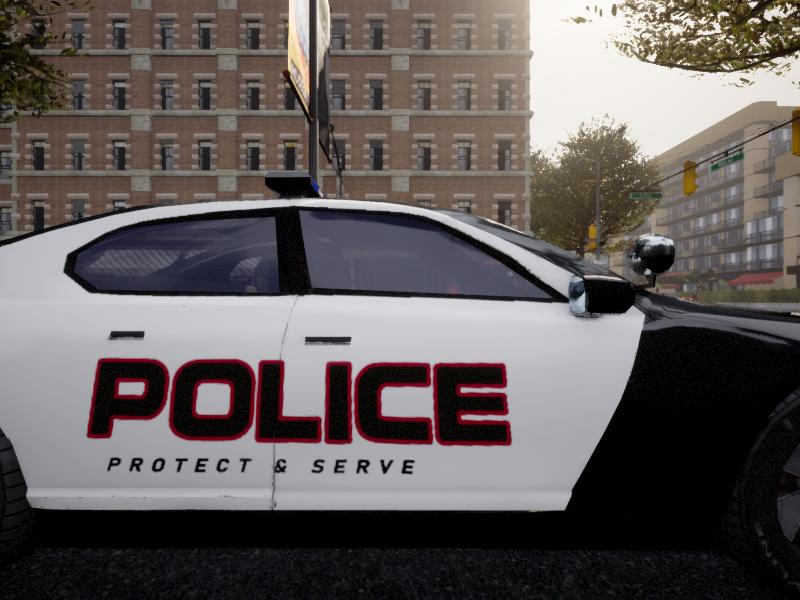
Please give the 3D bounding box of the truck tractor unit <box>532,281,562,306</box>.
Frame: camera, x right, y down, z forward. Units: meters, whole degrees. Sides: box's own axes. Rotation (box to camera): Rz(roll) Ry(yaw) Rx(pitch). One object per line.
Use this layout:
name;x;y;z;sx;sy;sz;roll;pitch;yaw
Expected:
truck tractor unit;26.303;-1.099;71.846;3.053;4.208;6.516;0;0;0

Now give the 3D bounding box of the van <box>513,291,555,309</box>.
van;15.893;-0.002;47.523;4.442;1.987;1.775;0;0;38

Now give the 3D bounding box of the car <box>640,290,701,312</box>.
car;23.006;0.094;34.242;2.097;1.767;4.553;0;0;0

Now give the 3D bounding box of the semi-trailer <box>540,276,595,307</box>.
semi-trailer;26.348;-1.221;63.926;2.717;4.402;14.254;0;0;0

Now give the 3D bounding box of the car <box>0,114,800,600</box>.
car;-0.057;0.226;2.190;4.974;1.542;2.038;0;0;0

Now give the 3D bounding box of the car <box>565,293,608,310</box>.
car;19.468;0.180;41.974;2.152;1.651;5.027;0;0;0

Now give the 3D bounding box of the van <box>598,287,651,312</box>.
van;19.501;-0.029;35.025;2.069;2.038;4.480;0;0;0

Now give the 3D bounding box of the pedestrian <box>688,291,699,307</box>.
pedestrian;35.659;-0.116;48.630;0.751;1.860;0.751;0;0;6

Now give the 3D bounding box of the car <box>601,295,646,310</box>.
car;22.968;0.244;41.298;1.837;1.490;4.892;0;0;0
